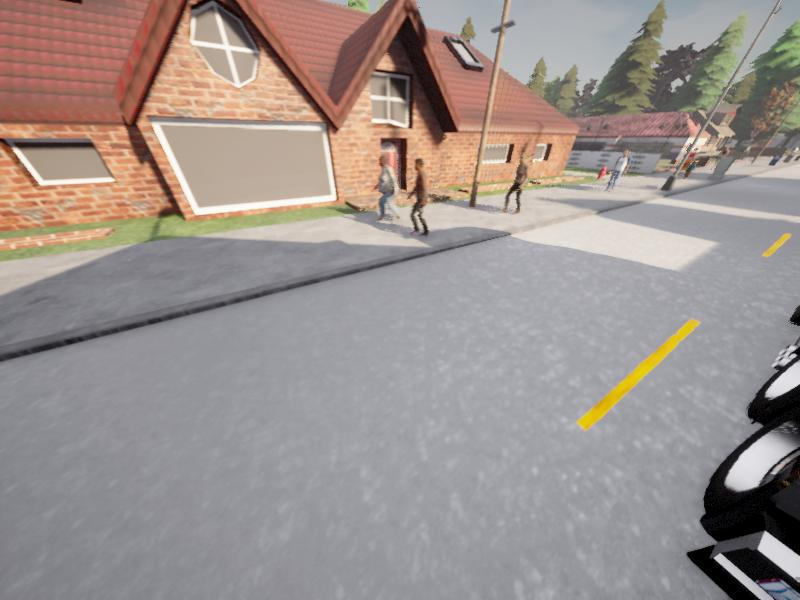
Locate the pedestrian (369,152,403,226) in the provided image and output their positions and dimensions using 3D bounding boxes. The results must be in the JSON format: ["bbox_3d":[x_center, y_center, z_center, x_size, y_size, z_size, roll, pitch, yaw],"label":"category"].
[{"bbox_3d":[-0.392,-3.256,6.837,0.751,1.860,0.751,-10,36,-15],"label":"pedestrian"}]

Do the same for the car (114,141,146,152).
[{"bbox_3d":[-60.692,-34.544,51.997,3.866,1.878,1.905,-18,39,-24],"label":"car"}]

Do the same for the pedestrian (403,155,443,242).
[{"bbox_3d":[0.494,-2.474,5.719,0.751,1.860,0.751,-2,35,-4],"label":"pedestrian"}]

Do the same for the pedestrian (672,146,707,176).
[{"bbox_3d":[21.499,-10.332,17.194,0.751,1.860,0.751,-19,39,-25],"label":"pedestrian"}]

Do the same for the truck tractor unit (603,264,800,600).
[{"bbox_3d":[5.106,-0.306,0.788,6.516,4.208,3.053,-18,39,-24],"label":"truck tractor unit"}]

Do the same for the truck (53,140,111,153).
[{"bbox_3d":[-63.825,-30.981,46.639,6.274,2.098,2.390,-18,39,-24],"label":"truck"}]

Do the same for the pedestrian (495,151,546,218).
[{"bbox_3d":[3.917,-3.811,7.670,0.751,1.860,0.751,-9,36,-13],"label":"pedestrian"}]

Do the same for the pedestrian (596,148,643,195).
[{"bbox_3d":[10.536,-6.203,11.164,0.751,1.860,0.751,-18,39,-24],"label":"pedestrian"}]
